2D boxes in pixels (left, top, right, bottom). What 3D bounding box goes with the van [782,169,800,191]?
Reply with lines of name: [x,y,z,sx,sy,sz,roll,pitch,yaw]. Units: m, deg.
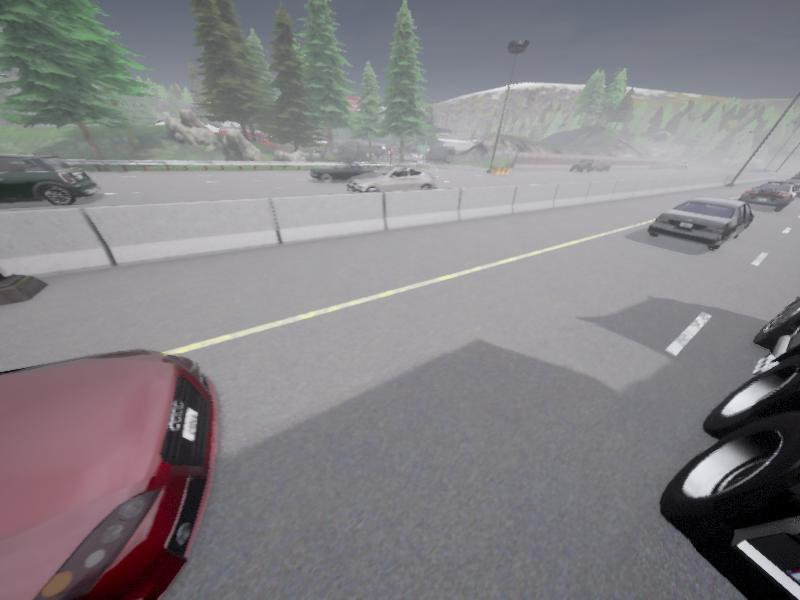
van: [49.414,-14.759,27.895,5.915,2.561,1.988,-17,38,-26]

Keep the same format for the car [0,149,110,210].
car: [-14.828,-4.458,8.466,4.553,1.767,2.097,-16,38,-26]

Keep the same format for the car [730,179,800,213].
car: [25.053,-7.128,15.603,4.974,1.542,2.038,-16,38,-27]

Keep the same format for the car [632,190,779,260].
car: [11.354,-3.007,8.565,5.357,1.411,2.033,-17,38,-26]

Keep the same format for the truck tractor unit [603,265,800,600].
truck tractor unit: [5.258,-0.080,0.936,6.516,4.208,3.053,-11,40,-29]

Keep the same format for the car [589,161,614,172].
car: [36.578,-24.123,41.857,3.705,1.549,1.789,-16,38,-26]

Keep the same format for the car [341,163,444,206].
car: [-0.336,-6.422,12.617,5.027,1.651,2.152,-16,38,-26]

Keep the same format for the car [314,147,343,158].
car: [-13.884,-28.651,44.959,5.008,1.535,1.882,-16,38,-26]

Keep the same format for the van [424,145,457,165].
van: [6.775,-24.785,39.431,1.988,2.561,5.915,-17,38,-27]

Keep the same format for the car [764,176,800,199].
car: [37.431,-10.797,21.997,4.974,1.542,2.038,-16,38,-26]

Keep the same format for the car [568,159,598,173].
car: [30.627,-22.498,38.686,3.866,1.878,1.905,-17,38,-26]

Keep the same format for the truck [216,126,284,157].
truck: [-24.780,-26.375,38.697,8.468,3.827,2.891,-16,38,-26]

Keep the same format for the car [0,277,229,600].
car: [-3.437,1.386,0.934,4.181,1.385,1.994,-17,38,-26]

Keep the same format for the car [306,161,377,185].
car: [-4.292,-9.638,17.434,4.718,1.301,1.895,-17,38,-26]
